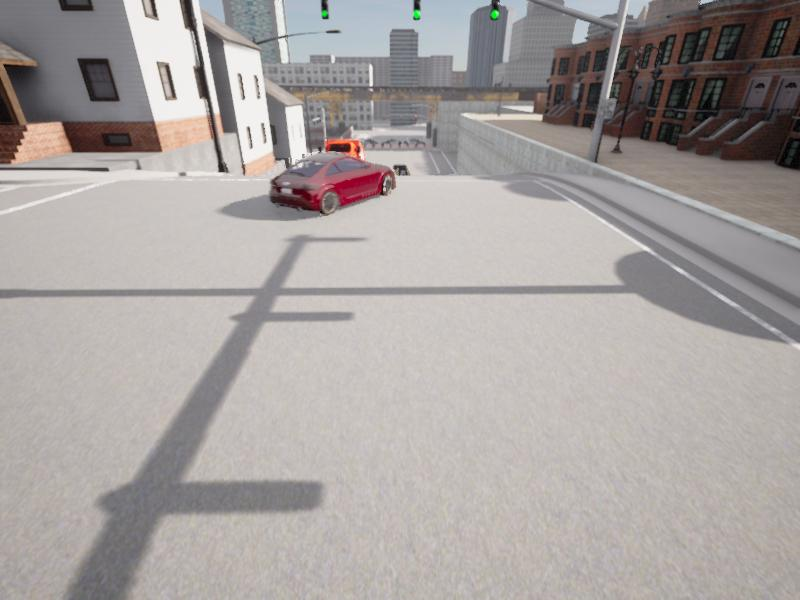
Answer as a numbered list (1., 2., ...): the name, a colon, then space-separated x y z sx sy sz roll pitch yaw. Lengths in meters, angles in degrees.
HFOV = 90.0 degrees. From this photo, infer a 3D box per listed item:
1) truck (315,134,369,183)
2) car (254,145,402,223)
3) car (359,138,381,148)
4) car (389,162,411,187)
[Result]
1. truck: -3.559 -8.958 25.826 2.627 2.467 5.204 -1 14 0
2. car: -1.905 -3.659 11.993 1.994 1.385 4.181 16 32 29
3. car: -6.627 -35.069 89.169 4.974 1.542 2.038 24 36 38
4. car: -0.020 -11.679 37.595 1.932 1.855 4.605 0 12 0
